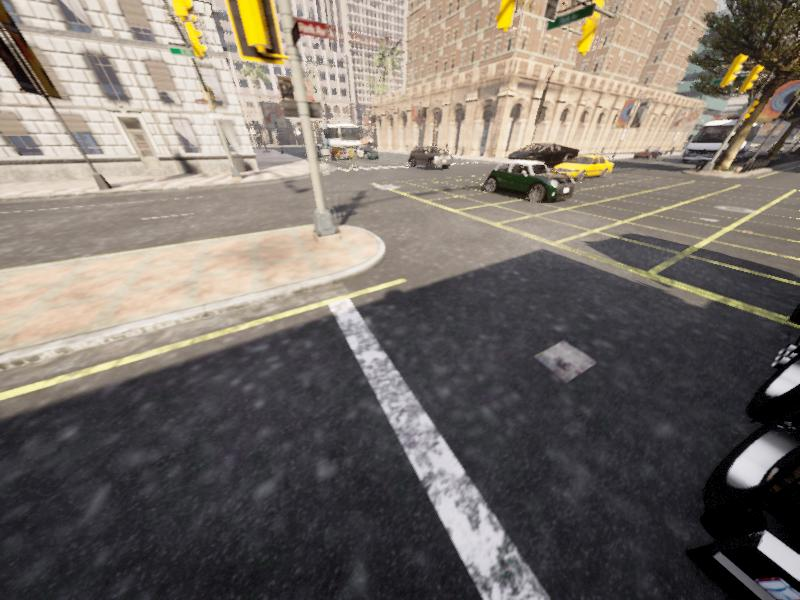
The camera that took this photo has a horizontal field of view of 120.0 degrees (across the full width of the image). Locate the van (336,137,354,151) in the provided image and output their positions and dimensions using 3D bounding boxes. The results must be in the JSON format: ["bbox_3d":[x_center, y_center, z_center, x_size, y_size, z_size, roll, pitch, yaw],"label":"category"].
[{"bbox_3d":[-13.028,-36.841,54.594,1.988,2.561,5.915,-18,39,-24],"label":"van"}]

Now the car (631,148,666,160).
[{"bbox_3d":[36.564,-21.460,33.973,4.718,1.301,1.895,-18,39,-25],"label":"car"}]

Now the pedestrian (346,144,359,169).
[{"bbox_3d":[-4.287,-12.936,20.876,0.751,1.860,0.751,-24,41,-30],"label":"pedestrian"}]

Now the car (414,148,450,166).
[{"bbox_3d":[3.466,-16.041,25.778,1.816,1.474,4.193,-18,39,-24],"label":"car"}]

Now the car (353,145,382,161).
[{"bbox_3d":[-4.458,-19.941,31.269,2.038,1.542,4.974,-18,39,-25],"label":"car"}]

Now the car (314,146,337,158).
[{"bbox_3d":[-11.479,-22.764,35.473,1.895,1.301,4.718,-18,39,-25],"label":"car"}]

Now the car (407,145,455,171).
[{"bbox_3d":[2.656,-13.135,21.251,1.932,1.855,4.605,-18,38,-25],"label":"car"}]

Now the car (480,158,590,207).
[{"bbox_3d":[6.071,-5.691,10.929,1.970,1.475,3.806,-18,39,-25],"label":"car"}]

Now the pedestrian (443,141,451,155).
[{"bbox_3d":[7.768,-25.293,38.457,0.751,1.860,0.751,-18,39,-25],"label":"pedestrian"}]

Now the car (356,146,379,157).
[{"bbox_3d":[-5.411,-24.746,38.370,1.895,1.301,4.718,-18,39,-24],"label":"car"}]

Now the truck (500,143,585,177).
[{"bbox_3d":[11.507,-11.430,18.675,6.274,2.098,2.390,-18,39,-25],"label":"truck"}]

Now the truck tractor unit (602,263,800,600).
[{"bbox_3d":[5.107,-0.306,0.780,6.516,4.208,3.053,-18,39,-24],"label":"truck tractor unit"}]

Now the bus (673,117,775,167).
[{"bbox_3d":[38.601,-18.796,27.584,10.273,4.253,3.944,-18,39,-24],"label":"bus"}]

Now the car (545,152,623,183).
[{"bbox_3d":[12.880,-9.356,16.157,5.366,1.575,1.801,-18,39,-24],"label":"car"}]

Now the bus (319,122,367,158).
[{"bbox_3d":[-9.499,-26.147,37.763,3.944,4.253,10.273,-18,39,-24],"label":"bus"}]

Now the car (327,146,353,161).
[{"bbox_3d":[-8.015,-19.437,30.593,1.812,1.442,4.674,-18,39,-25],"label":"car"}]
